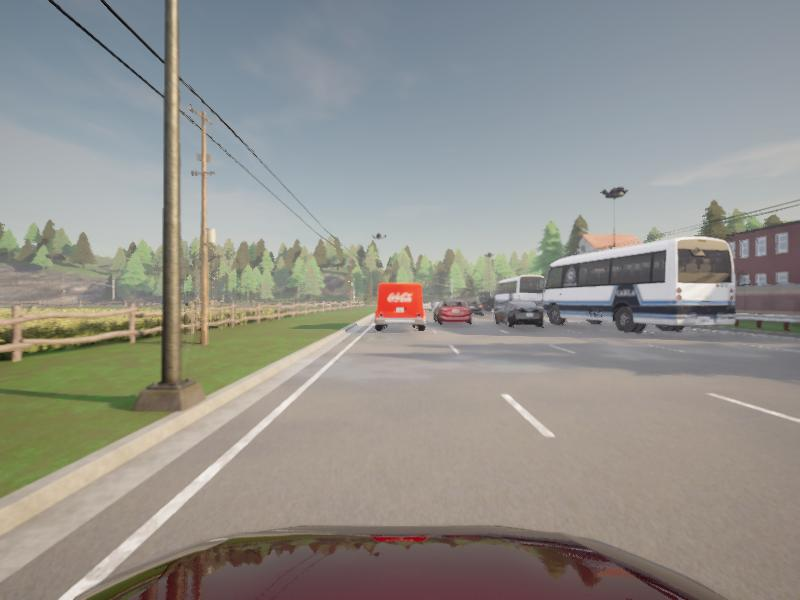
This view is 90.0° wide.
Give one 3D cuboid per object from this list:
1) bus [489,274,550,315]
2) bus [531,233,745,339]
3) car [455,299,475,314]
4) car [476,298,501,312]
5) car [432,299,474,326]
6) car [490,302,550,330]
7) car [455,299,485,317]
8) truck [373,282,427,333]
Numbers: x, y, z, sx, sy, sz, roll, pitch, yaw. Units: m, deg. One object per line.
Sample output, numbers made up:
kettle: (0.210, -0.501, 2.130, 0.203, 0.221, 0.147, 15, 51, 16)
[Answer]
bus: (13.996, -0.556, 48.058, 3.944, 4.253, 10.273, 1, 0, -1)
bus: (11.578, -0.530, 21.495, 3.944, 4.253, 10.273, 0, 0, -12)
car: (7.743, 0.767, 47.848, 2.242, 1.667, 4.611, 0, 0, 10)
car: (12.000, 0.676, 54.449, 1.905, 1.878, 3.866, 0, -1, -12)
car: (3.500, 0.764, 27.317, 2.242, 1.667, 4.611, 0, 0, 0)
car: (7.004, 0.858, 23.952, 2.163, 1.488, 4.792, 0, 0, 0)
car: (7.006, 0.767, 40.726, 2.242, 1.667, 4.611, 0, 0, 0)
truck: (0.005, 0.367, 22.018, 2.627, 2.467, 5.204, 0, 0, 0)
